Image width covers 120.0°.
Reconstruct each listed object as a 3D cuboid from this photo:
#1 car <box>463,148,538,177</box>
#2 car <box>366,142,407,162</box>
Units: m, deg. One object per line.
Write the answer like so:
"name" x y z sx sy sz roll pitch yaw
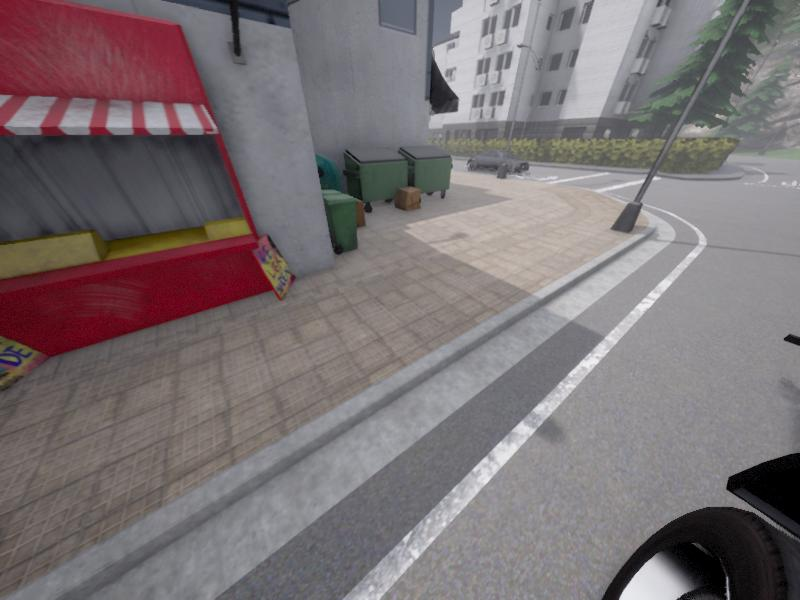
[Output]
"car" 6.710 -9.584 15.965 1.994 1.385 4.181 -23 41 -28
"car" -1.544 -16.277 25.289 2.242 1.667 4.611 -23 41 -28
